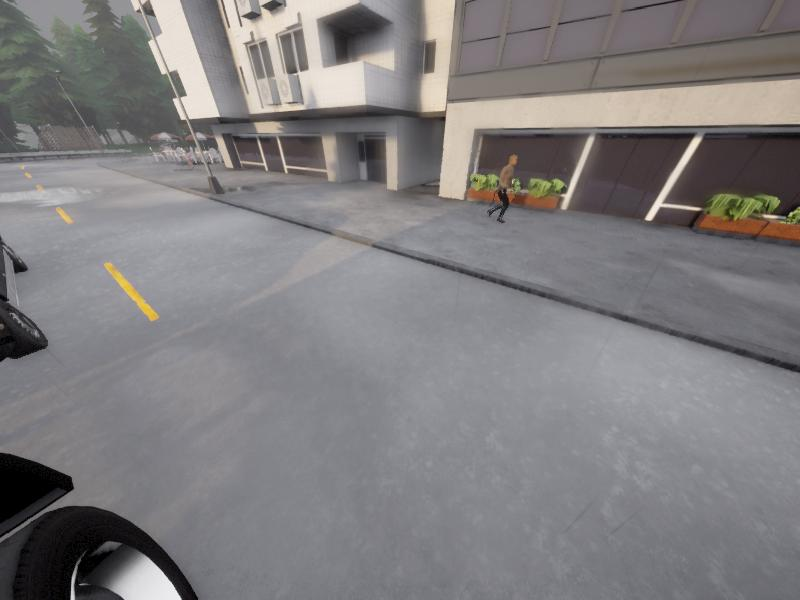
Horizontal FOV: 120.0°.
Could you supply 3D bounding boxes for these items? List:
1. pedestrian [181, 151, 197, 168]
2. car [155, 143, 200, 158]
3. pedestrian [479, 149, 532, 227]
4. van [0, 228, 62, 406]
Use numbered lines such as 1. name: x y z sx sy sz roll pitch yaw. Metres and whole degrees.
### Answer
1. pedestrian: -17.485 -11.629 19.127 0.500 1.100 0.500 24 41 29
2. car: -29.445 -19.967 30.729 1.845 1.501 3.633 20 39 26
3. pedestrian: 2.978 -3.202 6.643 0.751 1.860 0.751 25 42 31
4. van: -6.846 -0.658 2.608 5.915 2.561 1.988 22 40 28
